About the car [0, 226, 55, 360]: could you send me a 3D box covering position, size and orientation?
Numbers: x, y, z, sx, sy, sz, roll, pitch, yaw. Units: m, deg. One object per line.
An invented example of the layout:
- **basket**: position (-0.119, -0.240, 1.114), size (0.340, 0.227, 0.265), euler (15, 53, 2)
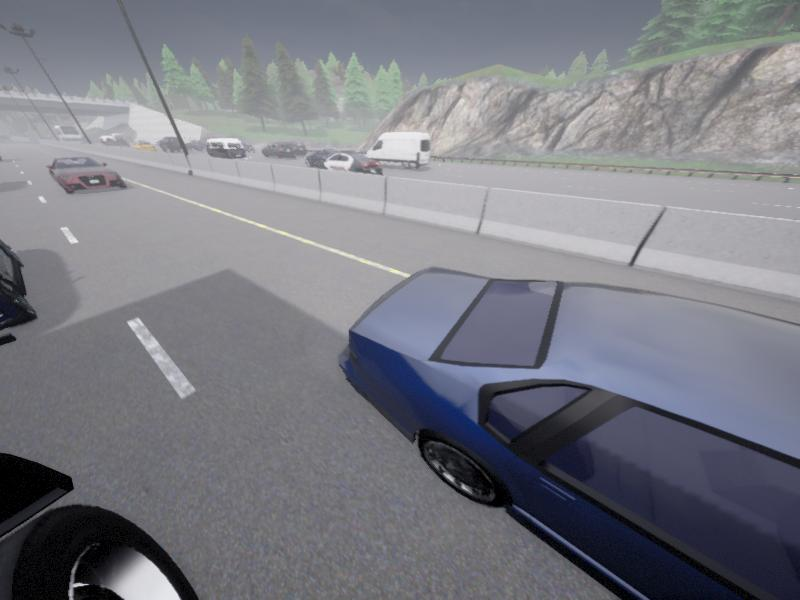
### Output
- **car**: position (-7.236, -0.471, 3.087), size (4.856, 1.649, 2.033), euler (22, 41, 27)

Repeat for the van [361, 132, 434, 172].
- **van**: position (-0.325, -12.796, 19.834), size (5.915, 2.561, 1.988), euler (22, 41, 28)

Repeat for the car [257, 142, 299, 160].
- **car**: position (-15.006, -18.426, 28.412), size (4.611, 1.667, 2.242), euler (22, 41, 28)

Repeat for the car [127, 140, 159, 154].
- **car**: position (-39.143, -23.308, 35.160), size (5.366, 1.575, 1.801), euler (22, 41, 28)

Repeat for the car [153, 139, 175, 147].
- **car**: position (-57.180, -37.975, 55.920), size (5.357, 1.411, 2.033), euler (22, 41, 28)

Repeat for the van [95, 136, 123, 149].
- **van**: position (-56.744, -30.674, 45.022), size (4.480, 2.038, 2.069), euler (22, 41, 28)

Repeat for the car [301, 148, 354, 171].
- **car**: position (-6.319, -12.295, 20.077), size (4.181, 1.385, 1.994), euler (22, 41, 28)

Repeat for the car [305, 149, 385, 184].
- **car**: position (-3.594, -8.786, 14.998), size (4.974, 1.542, 2.038), euler (23, 41, 27)

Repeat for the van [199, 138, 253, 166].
- **van**: position (-16.808, -14.386, 22.348), size (4.480, 2.038, 2.069), euler (22, 41, 28)

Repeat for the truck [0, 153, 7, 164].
- **truck**: position (-40.026, -14.186, 21.454), size (5.204, 2.467, 2.627), euler (22, 41, 28)

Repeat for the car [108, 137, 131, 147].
- **car**: position (-63.992, -36.029, 52.677), size (4.605, 1.855, 1.932), euler (23, 41, 27)

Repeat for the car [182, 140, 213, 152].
- **car**: position (-34.746, -26.456, 39.629), size (5.027, 1.651, 2.152), euler (22, 41, 28)

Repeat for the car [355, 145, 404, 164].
- **car**: position (-2.204, -15.599, 24.678), size (4.902, 1.511, 2.128), euler (22, 41, 28)

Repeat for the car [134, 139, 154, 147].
- **car**: position (-59.515, -36.486, 53.742), size (4.674, 1.442, 1.812), euler (22, 41, 28)

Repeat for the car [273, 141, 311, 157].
- **car**: position (-14.912, -20.848, 31.844), size (4.611, 1.667, 2.242), euler (22, 41, 28)

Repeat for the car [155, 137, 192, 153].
- **car**: position (-36.096, -24.718, 36.785), size (5.566, 2.045, 2.150), euler (22, 41, 28)

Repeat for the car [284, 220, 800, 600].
- **car**: position (1.997, 0.935, 1.392), size (5.357, 1.411, 2.033), euler (22, 41, 28)

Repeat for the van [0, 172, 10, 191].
- **van**: position (-20.654, -5.975, 10.395), size (4.480, 2.038, 2.069), euler (27, 42, 33)

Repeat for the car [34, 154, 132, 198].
- **car**: position (-15.618, -6.240, 11.399), size (4.181, 1.385, 1.994), euler (22, 41, 28)
